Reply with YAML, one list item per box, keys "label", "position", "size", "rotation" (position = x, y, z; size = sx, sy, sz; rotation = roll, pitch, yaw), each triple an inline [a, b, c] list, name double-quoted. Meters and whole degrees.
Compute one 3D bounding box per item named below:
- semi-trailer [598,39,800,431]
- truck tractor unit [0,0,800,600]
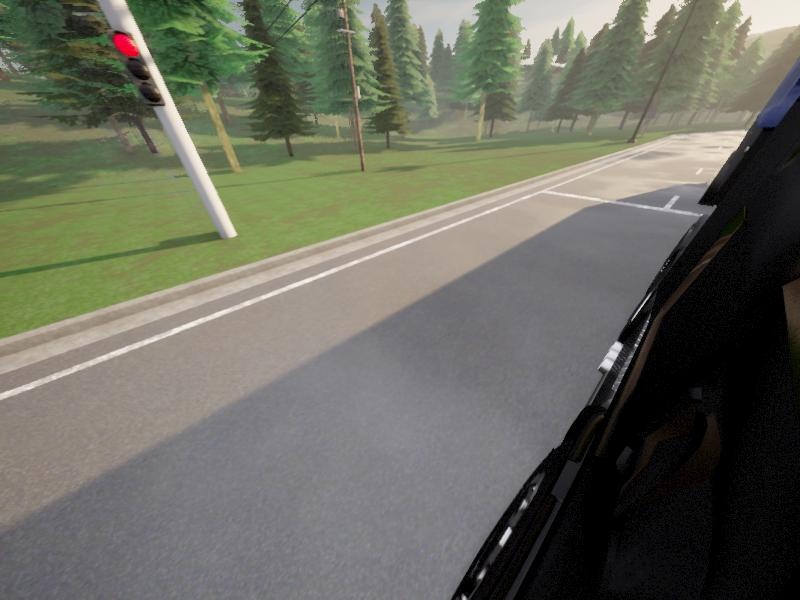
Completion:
- label: "semi-trailer"
  position: [8.714, -3.589, 4.220]
  size: [14.254, 4.402, 2.717]
  rotation: [-28, 44, -30]
- label: "truck tractor unit"
  position: [2.645, -0.295, 0.352]
  size: [6.516, 4.208, 3.053]
  rotation: [-28, 44, -30]
